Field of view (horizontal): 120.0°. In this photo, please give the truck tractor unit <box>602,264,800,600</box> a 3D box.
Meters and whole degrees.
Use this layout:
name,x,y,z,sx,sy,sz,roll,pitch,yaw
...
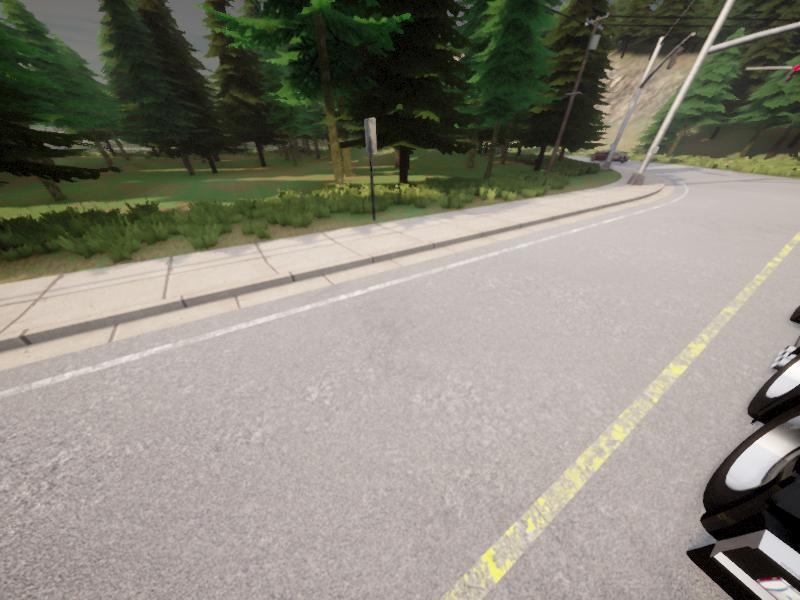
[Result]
name,x,y,z,sx,sy,sz,roll,pitch,yaw
truck tractor unit,5.116,-0.294,0.792,6.516,4.208,3.053,-18,39,-24

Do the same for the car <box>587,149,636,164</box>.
name,x,y,z,sx,sy,sz,roll,pitch,yaw
car,25.395,-17.420,27.948,1.994,1.385,4.181,0,35,-1
